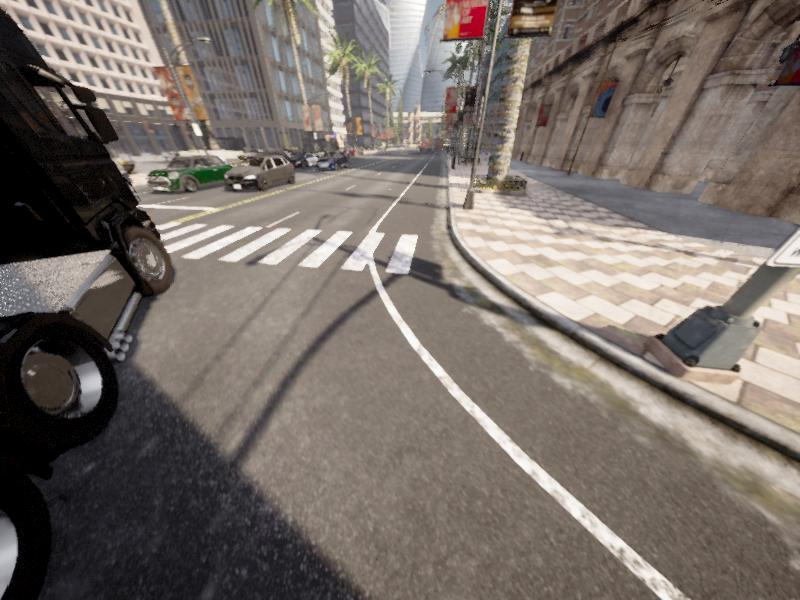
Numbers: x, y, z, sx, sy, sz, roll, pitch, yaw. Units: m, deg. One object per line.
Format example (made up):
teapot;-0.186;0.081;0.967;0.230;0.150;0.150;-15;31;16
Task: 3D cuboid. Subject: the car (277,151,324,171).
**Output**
car;-10.002;-14.368;23.797;2.038;1.542;4.974;5;34;8

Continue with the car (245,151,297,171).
car;-13.186;-14.520;24.039;2.163;1.488;4.792;5;35;7

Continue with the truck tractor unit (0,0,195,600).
truck tractor unit;-4.450;-0.687;1.346;3.053;4.208;6.516;-19;39;-26

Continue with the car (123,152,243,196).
car;-12.015;-7.462;13.409;2.097;1.767;4.553;5;35;8

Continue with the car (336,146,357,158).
car;-9.613;-26.848;41.861;2.185;1.767;4.553;5;35;7

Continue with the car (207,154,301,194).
car;-8.373;-7.746;13.951;2.242;1.667;4.611;5;35;7

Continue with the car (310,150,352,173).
car;-6.616;-13.849;22.946;2.033;1.649;4.856;5;35;8
